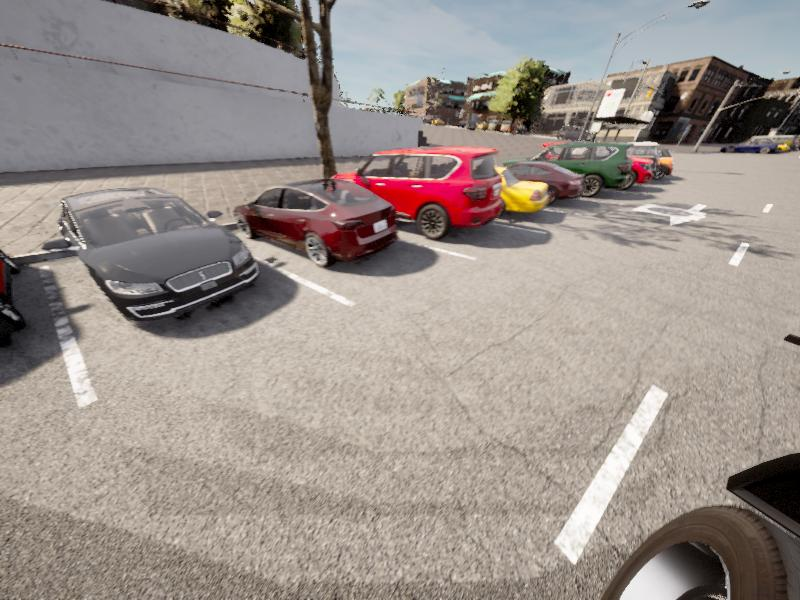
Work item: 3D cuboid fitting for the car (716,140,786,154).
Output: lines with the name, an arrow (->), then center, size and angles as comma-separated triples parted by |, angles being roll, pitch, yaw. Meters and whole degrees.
car -> 47.366, -20.779, 31.415 | 4.792, 1.488, 2.163 | 25, 42, 33

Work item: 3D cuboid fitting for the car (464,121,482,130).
car -> 16.739, -39.804, 52.761 | 2.002, 1.452, 4.674 | 27, 43, 25

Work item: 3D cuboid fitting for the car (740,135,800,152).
car -> 55.426, -23.418, 34.627 | 4.442, 1.987, 1.878 | 26, 42, 33

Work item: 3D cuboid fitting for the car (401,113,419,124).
car -> 2.965, -52.982, 67.548 | 2.435, 2.045, 5.566 | 23, 39, 28

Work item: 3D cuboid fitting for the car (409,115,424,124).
car -> 4.710, -51.398, 65.767 | 2.185, 1.767, 4.553 | 24, 40, 25

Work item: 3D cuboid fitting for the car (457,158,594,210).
car -> 5.125, -5.135, 9.926 | 4.674, 1.452, 2.002 | 21, 41, 29

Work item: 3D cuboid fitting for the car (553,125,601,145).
car -> 24.353, -22.946, 32.066 | 1.932, 1.855, 4.605 | -20, 45, -28

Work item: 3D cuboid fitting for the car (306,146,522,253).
car -> 0.157, -3.403, 6.992 | 5.566, 2.045, 2.435 | 21, 40, 29

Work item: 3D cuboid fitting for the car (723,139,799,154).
car -> 50.190, -21.506, 32.347 | 5.366, 1.575, 1.946 | 25, 42, 33

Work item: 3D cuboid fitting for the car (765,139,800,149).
car -> 68.718, -27.334, 40.523 | 4.674, 1.452, 2.002 | 27, 43, 35

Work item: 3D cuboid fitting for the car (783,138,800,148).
car -> 79.570, -30.479, 44.813 | 5.008, 1.535, 2.097 | 28, 44, 36

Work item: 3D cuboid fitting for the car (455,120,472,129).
car -> 15.025, -41.451, 54.637 | 2.002, 1.452, 4.674 | 27, 42, 25

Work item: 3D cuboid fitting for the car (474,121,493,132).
car -> 18.544, -38.272, 50.976 | 1.946, 1.575, 5.366 | 27, 42, 25

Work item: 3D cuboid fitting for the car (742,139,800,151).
car -> 57.995, -24.112, 35.986 | 4.892, 1.521, 2.231 | 26, 42, 34

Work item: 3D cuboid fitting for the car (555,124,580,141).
car -> 28.648, -28.497, 39.428 | 2.435, 2.045, 5.566 | 27, 42, 25

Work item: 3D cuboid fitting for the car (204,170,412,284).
car -> -2.307, -2.178, 5.755 | 4.792, 1.488, 2.163 | 21, 41, 29

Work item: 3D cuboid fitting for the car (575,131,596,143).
car -> 30.312, -26.608, 37.711 | 2.002, 1.452, 4.674 | 27, 42, 25

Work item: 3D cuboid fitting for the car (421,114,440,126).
car -> 8.177, -48.228, 61.912 | 2.435, 2.045, 5.566 | 27, 42, 24

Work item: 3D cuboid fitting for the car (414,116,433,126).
car -> 5.768, -44.487, 57.395 | 2.128, 1.511, 4.902 | -21, 45, -29

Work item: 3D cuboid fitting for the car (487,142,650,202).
car -> 7.572, -6.375, 11.167 | 5.566, 2.045, 2.435 | 21, 41, 29

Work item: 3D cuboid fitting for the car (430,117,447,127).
car -> 10.004, -46.494, 60.344 | 1.946, 1.575, 5.366 | 26, 42, 24

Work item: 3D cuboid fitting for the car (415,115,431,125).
car -> 6.412, -49.778, 63.862 | 2.185, 1.767, 4.553 | 26, 42, 24

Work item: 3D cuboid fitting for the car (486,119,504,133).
car -> 20.087, -36.655, 48.752 | 1.878, 1.987, 4.442 | 27, 43, 25

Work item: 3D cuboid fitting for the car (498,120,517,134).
car -> 21.788, -35.003, 46.868 | 1.878, 1.987, 4.442 | 27, 43, 25

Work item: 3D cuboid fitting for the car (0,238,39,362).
car -> -7.235, -0.320, 2.888 | 4.553, 1.767, 2.185 | 21, 40, 29

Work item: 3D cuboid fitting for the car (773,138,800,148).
car -> 74.127, -28.948, 42.694 | 5.008, 1.535, 2.097 | 28, 43, 35

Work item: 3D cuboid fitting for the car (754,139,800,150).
car -> 63.342, -25.726, 38.293 | 4.674, 1.452, 2.002 | 27, 43, 34

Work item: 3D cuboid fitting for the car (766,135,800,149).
car -> 71.440, -28.361, 41.449 | 5.566, 2.045, 2.435 | 27, 43, 35

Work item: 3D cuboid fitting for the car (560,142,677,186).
car -> 12.663, -8.278, 13.882 | 4.442, 1.987, 1.878 | 22, 40, 29

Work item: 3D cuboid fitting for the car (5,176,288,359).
car -> -4.747, -1.204, 4.341 | 4.892, 1.521, 2.231 | 21, 40, 29

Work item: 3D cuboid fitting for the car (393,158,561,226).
car -> 2.499, -4.242, 8.603 | 5.366, 1.575, 1.946 | 21, 41, 29

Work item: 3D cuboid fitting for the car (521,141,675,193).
car -> 10.105, -7.347, 12.532 | 5.566, 2.045, 2.435 | 21, 40, 29

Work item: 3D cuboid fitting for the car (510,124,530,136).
car -> 23.522, -33.230, 45.203 | 2.231, 1.521, 4.892 | 27, 42, 25

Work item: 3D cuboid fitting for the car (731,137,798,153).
car -> 52.665, -22.542, 33.587 | 4.553, 1.767, 2.185 | 26, 42, 33

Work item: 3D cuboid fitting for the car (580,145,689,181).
car -> 15.093, -9.193, 15.343 | 4.553, 1.767, 2.185 | 22, 41, 29

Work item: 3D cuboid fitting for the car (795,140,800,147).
car -> 85.053, -32.074, 46.806 | 4.553, 1.767, 2.185 | 29, 44, 36
